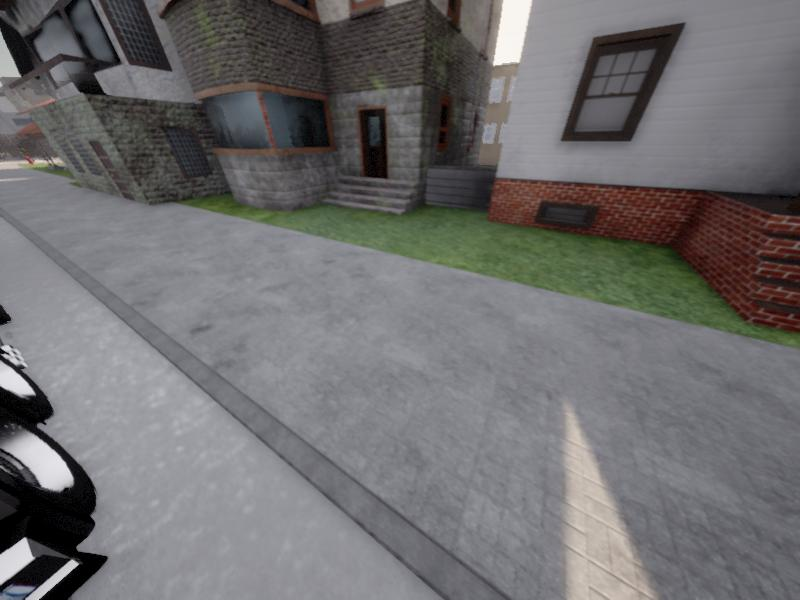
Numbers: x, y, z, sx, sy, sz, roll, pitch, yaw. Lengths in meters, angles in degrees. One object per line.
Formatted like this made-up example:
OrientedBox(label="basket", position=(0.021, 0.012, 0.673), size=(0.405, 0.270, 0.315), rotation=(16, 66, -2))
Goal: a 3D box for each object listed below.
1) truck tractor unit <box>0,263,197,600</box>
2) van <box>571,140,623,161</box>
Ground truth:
OrientedBox(label="truck tractor unit", position=(-5.112, -0.300, 0.782), size=(6.516, 4.208, 3.053), rotation=(18, 39, 24))
OrientedBox(label="van", position=(25.224, -19.417, 29.876), size=(4.480, 2.038, 2.069), rotation=(19, 39, 24))
